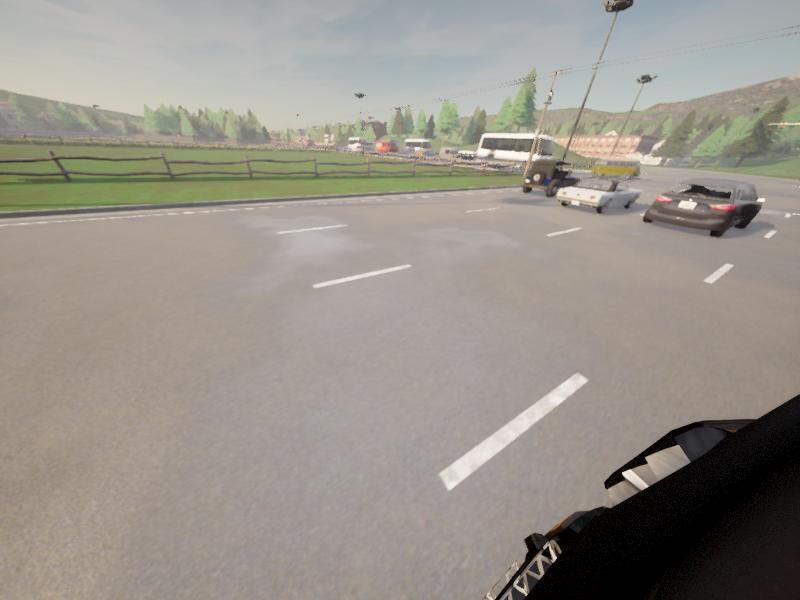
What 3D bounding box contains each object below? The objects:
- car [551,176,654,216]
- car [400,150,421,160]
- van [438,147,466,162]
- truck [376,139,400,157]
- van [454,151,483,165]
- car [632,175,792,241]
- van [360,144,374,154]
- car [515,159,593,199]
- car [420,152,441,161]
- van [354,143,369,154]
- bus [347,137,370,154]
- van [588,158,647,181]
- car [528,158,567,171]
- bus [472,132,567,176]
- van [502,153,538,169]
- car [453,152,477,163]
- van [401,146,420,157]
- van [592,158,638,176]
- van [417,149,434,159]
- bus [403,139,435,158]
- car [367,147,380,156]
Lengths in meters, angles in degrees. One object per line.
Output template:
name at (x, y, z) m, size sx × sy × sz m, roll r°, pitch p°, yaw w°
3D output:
car at (9.937, -5.228, 11.355) m, size 4.718 × 1.301 × 1.895 m, roll -16°, pitch 38°, yaw -26°
car at (2.166, -31.623, 50.349) m, size 2.242 × 1.667 × 4.611 m, roll -17°, pitch 38°, yaw -26°
van at (10.966, -31.108, 49.376) m, size 1.988 × 2.561 × 5.915 m, roll -17°, pitch 38°, yaw -26°
truck at (-3.495, -41.776, 63.336) m, size 2.891 × 3.827 × 8.468 m, roll -17°, pitch 38°, yaw -26°
van at (12.348, -25.785, 41.888) m, size 2.069 × 2.038 × 4.480 m, roll -17°, pitch 38°, yaw -26°
car at (11.828, -3.707, 8.845) m, size 4.611 × 1.667 × 2.242 m, roll -14°, pitch 37°, yaw -24°
van at (-11.413, -52.560, 80.350) m, size 2.351 × 2.431 × 6.366 m, roll -17°, pitch 38°, yaw -26°
car at (9.540, -7.608, 14.382) m, size 3.866 × 1.878 × 1.905 m, roll -17°, pitch 38°, yaw -26°
car at (6.542, -31.124, 50.052) m, size 1.837 × 1.490 × 4.892 m, roll -17°, pitch 38°, yaw -26°
van at (-11.617, -45.253, 69.171) m, size 1.988 × 2.561 × 5.915 m, roll -17°, pitch 38°, yaw -26°
bus at (-14.067, -52.252, 78.053) m, size 3.944 × 4.253 × 10.273 m, roll -17°, pitch 38°, yaw -26°
van at (25.155, -15.248, 26.888) m, size 4.442 × 1.987 × 1.775 m, roll 26°, pitch 41°, yaw 31°
car at (23.864, -22.074, 37.567) m, size 2.163 × 1.488 × 4.792 m, roll -17°, pitch 38°, yaw -27°
bus at (15.518, -20.073, 31.450) m, size 3.944 × 4.253 × 10.273 m, roll -17°, pitch 39°, yaw -27°
van at (19.440, -22.758, 37.794) m, size 2.069 × 2.038 × 4.480 m, roll -17°, pitch 38°, yaw -26°
car at (14.214, -31.381, 50.840) m, size 2.152 × 1.651 × 5.027 m, roll -17°, pitch 38°, yaw -26°
van at (2.861, -42.632, 66.322) m, size 2.351 × 2.431 × 6.366 m, roll -17°, pitch 38°, yaw -26°
van at (31.848, -19.931, 34.413) m, size 4.442 × 1.987 × 1.775 m, roll 24°, pitch 39°, yaw 29°
van at (6.107, -35.540, 56.240) m, size 1.775 × 1.987 × 4.442 m, roll -17°, pitch 38°, yaw -26°
bus at (5.319, -44.977, 68.379) m, size 3.944 × 4.253 × 10.273 m, roll -17°, pitch 38°, yaw -26°
car at (-7.268, -40.774, 63.341) m, size 1.932 × 1.855 × 4.605 m, roll -17°, pitch 38°, yaw -26°
